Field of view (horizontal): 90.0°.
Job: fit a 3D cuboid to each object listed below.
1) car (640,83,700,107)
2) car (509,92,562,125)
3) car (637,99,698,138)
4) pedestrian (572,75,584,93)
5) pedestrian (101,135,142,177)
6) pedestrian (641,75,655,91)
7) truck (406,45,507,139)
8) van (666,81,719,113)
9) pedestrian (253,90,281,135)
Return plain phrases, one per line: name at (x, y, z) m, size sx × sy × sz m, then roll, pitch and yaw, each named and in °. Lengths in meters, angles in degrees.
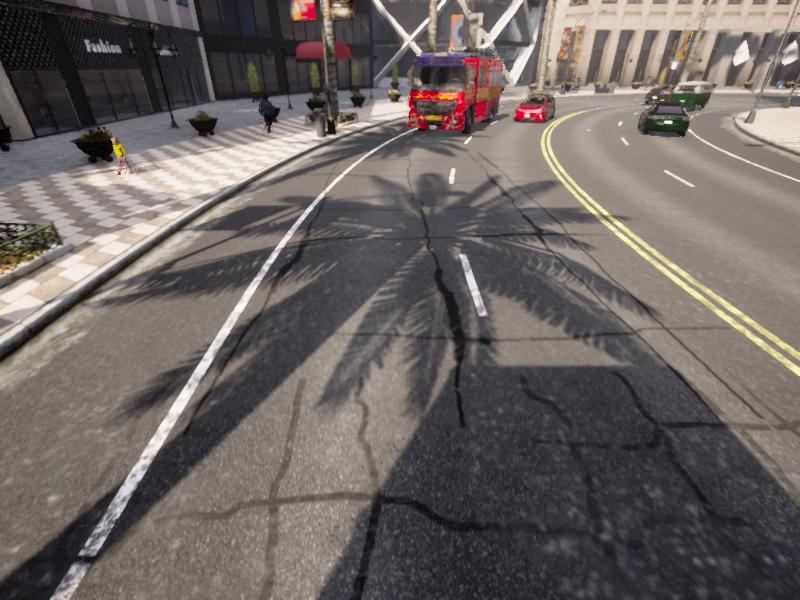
car at (24.424, -18.582, 36.183) m, size 5.027 × 1.651 × 2.152 m, roll -19°, pitch 35°, yaw -29°
car at (8.674, -12.242, 25.431) m, size 2.007 × 1.525 × 4.514 m, roll 16°, pitch 34°, yaw 25°
car at (14.096, -9.751, 21.330) m, size 1.994 × 1.385 × 4.181 m, roll 13°, pitch 33°, yaw 21°
pedestrian at (22.065, -26.753, 49.573) m, size 0.751 × 1.860 × 0.751 m, roll -10°, pitch 32°, yaw -17°
pedestrian at (-8.257, -4.292, 11.901) m, size 0.500 × 1.100 × 0.500 m, roll 4°, pitch 31°, yaw 7°
pedestrian at (32.770, -28.669, 52.854) m, size 0.751 × 1.860 × 0.751 m, roll -11°, pitch 32°, yaw -18°
truck at (3.346, -11.657, 22.149) m, size 2.891 × 3.827 × 8.468 m, roll 13°, pitch 33°, yaw 21°
van at (23.082, -16.062, 31.513) m, size 4.442 × 1.987 × 1.775 m, roll -25°, pitch 38°, yaw -35°
pedestrian at (-6.333, -8.967, 19.144) m, size 0.751 × 1.860 × 0.751 m, roll 3°, pitch 30°, yaw 5°
